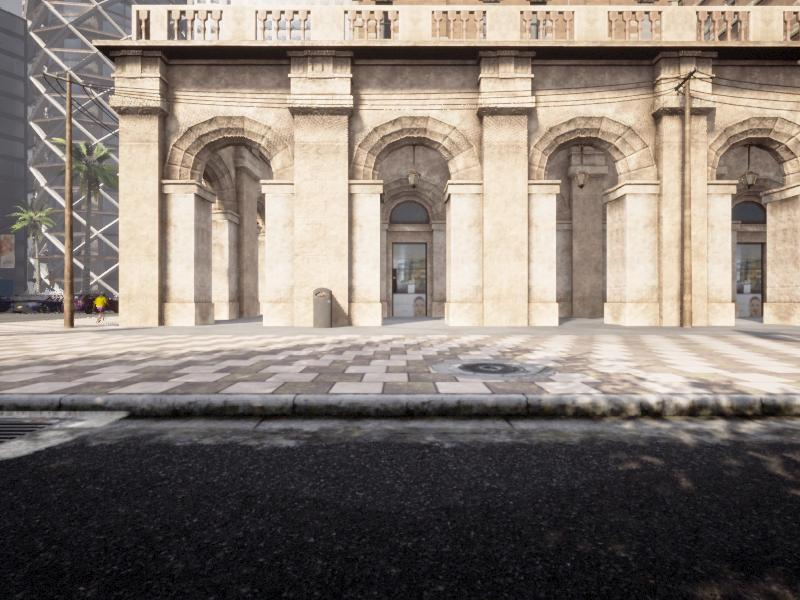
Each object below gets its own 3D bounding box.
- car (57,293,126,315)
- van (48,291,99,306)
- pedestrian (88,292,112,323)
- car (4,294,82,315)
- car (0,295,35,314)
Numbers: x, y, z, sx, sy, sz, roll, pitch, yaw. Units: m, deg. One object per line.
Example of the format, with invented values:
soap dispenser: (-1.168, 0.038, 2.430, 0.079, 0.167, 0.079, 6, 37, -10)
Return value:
car: (-22.326, 0.254, 29.207, 1.816, 1.474, 4.193, 0, 0, 0)
van: (-56.027, -0.228, 68.784, 6.366, 2.431, 2.351, 0, 0, -15)
pedestrian: (-10.723, 0.265, 14.307, 0.500, 1.100, 0.500, 0, 0, 0)
car: (-25.835, 0.307, 29.169, 1.994, 1.385, 4.181, 0, 0, 0)
car: (-29.334, 0.306, 29.004, 1.994, 1.385, 4.181, 0, 0, -1)
